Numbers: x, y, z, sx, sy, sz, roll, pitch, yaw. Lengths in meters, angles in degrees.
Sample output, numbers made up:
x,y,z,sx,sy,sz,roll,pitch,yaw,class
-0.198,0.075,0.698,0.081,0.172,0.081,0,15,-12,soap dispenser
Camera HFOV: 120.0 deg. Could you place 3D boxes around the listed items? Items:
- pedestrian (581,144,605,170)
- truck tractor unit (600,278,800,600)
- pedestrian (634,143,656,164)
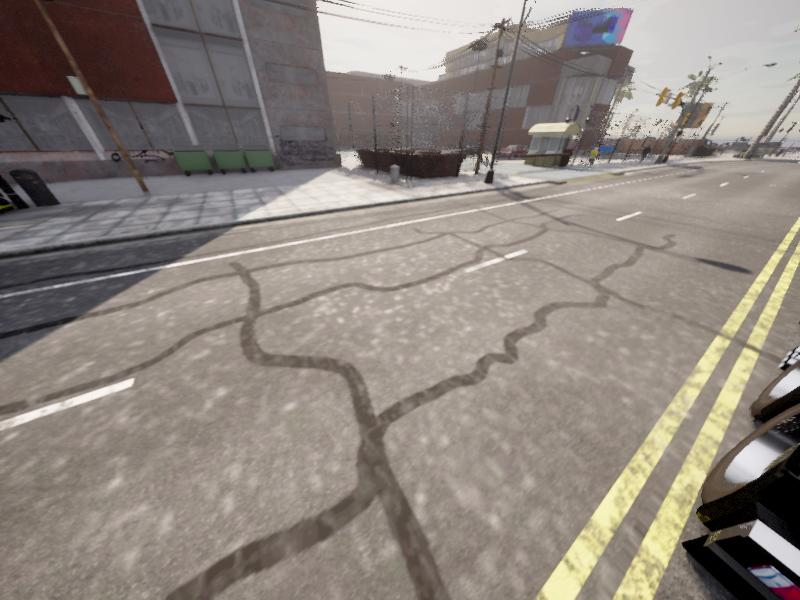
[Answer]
x,y,z,sx,sy,sz,roll,pitch,yaw,class
16.644,-12.356,19.932,0.751,1.860,0.751,-19,40,-26,pedestrian
5.132,-0.279,0.747,6.516,4.208,3.053,-17,39,-23,truck tractor unit
26.308,-15.685,24.796,0.751,1.860,0.751,-21,40,-27,pedestrian
